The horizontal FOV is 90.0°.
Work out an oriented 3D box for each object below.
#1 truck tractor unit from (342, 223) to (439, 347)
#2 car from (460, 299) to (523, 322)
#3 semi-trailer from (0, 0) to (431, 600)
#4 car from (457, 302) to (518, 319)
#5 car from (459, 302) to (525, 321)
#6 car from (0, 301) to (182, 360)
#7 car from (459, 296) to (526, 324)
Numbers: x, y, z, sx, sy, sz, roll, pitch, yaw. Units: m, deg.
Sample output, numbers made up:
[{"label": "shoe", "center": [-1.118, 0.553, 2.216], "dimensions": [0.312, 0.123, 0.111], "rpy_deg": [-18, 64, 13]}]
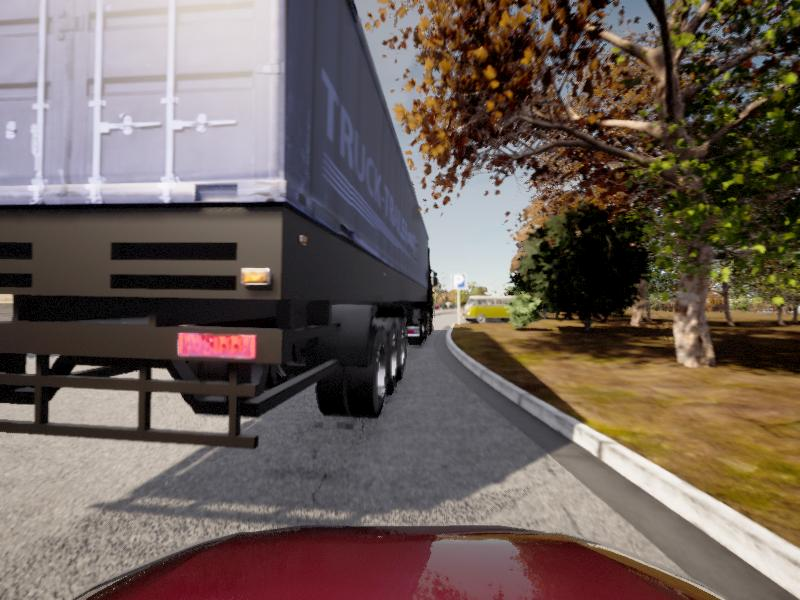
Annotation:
[{"label": "truck tractor unit", "center": [-0.042, -0.478, 17.081], "dimensions": [3.053, 4.208, 6.516], "rpy_deg": [-1, 0, 8]}, {"label": "car", "center": [7.423, 0.840, 32.685], "dimensions": [4.553, 1.767, 2.185], "rpy_deg": [0, -1, -9]}, {"label": "semi-trailer", "center": [-1.003, -0.661, 9.228], "dimensions": [2.717, 4.402, 14.254], "rpy_deg": [1, -1, 7]}, {"label": "car", "center": [8.373, 1.024, 38.473], "dimensions": [5.366, 1.575, 1.946], "rpy_deg": [0, 0, -9]}, {"label": "car", "center": [8.180, 0.993, 35.628], "dimensions": [5.366, 1.575, 1.946], "rpy_deg": [0, -1, -9]}, {"label": "car", "center": [-9.497, 0.844, 12.342], "dimensions": [2.033, 1.411, 5.357], "rpy_deg": [0, -2, 8]}, {"label": "car", "center": [6.819, 0.708, 29.753], "dimensions": [4.442, 1.987, 1.878], "rpy_deg": [0, 0, -10]}]
